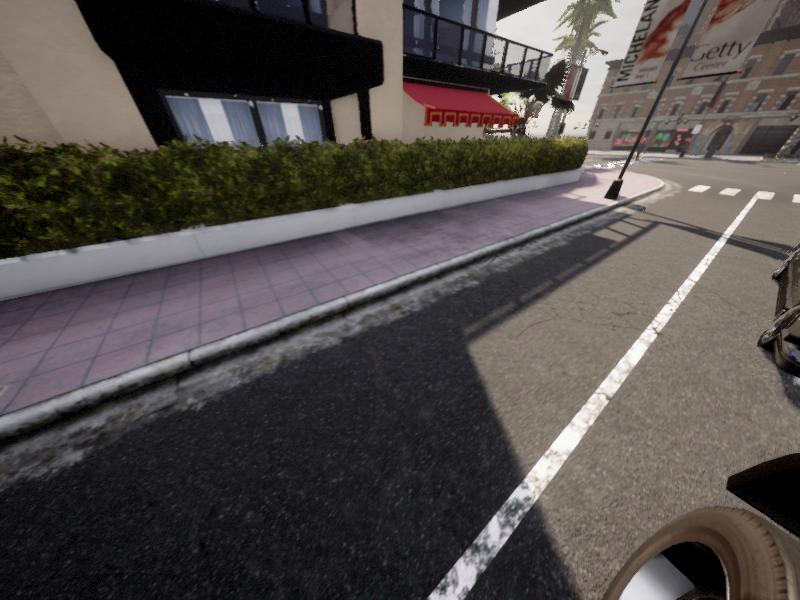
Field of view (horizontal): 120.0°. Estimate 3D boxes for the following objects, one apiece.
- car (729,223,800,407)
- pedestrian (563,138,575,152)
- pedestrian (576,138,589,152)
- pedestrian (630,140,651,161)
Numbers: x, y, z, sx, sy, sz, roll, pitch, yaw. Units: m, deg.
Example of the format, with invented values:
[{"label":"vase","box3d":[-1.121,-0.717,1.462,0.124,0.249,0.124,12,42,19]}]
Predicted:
[{"label":"car","box3d":[6.561,-0.123,2.831,5.357,1.411,2.033,-22,41,-28]},{"label":"pedestrian","box3d":[27.763,-25.522,37.976,0.751,1.860,0.751,-11,37,-15]},{"label":"pedestrian","box3d":[28.729,-24.371,36.336,0.751,1.860,0.751,-13,37,-17]},{"label":"pedestrian","box3d":[26.349,-16.390,25.297,0.751,1.860,0.751,-24,42,-30]}]
